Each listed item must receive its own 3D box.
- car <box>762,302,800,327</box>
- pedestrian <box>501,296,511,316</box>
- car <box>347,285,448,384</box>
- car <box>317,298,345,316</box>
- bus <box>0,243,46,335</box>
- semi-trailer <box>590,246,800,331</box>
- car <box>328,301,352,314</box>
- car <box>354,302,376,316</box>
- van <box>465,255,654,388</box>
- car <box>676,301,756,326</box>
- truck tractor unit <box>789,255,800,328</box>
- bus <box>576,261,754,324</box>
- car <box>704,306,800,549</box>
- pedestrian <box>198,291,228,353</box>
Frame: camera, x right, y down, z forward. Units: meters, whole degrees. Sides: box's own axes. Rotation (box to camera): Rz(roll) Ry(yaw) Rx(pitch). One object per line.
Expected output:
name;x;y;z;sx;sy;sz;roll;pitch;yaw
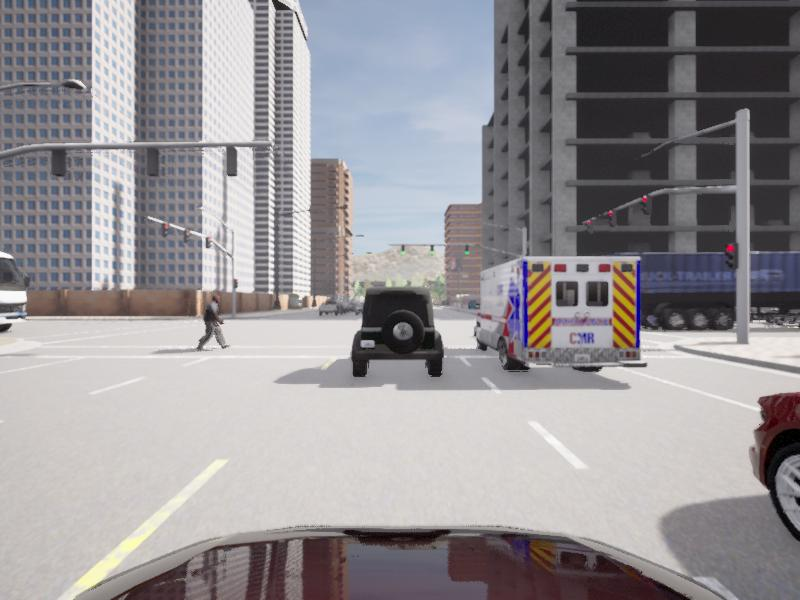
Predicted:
car;26.519;0.876;25.558;4.902;1.511;2.128;0;0;0
pedestrian;10.136;0.546;38.329;0.751;1.860;0.751;0;0;4
car;-0.058;0.661;9.503;1.905;1.878;3.866;0;0;-1
car;-7.313;0.720;42.872;1.932;1.855;4.605;0;0;3
bus;-23.544;-0.503;18.809;10.273;4.253;3.944;0;0;0
semi-trailer;18.261;-0.584;22.078;14.254;4.402;2.717;0;0;0
car;-7.279;0.929;49.024;2.163;1.488;4.792;0;0;1
car;-3.825;0.923;44.178;1.970;1.475;3.806;0;0;1
van;3.435;0.394;10.489;2.351;2.431;6.366;0;0;-1
car;20.092;0.855;25.576;3.705;1.549;1.789;0;0;0
truck tractor unit;26.177;-0.488;22.054;6.516;4.208;3.053;0;0;0
bus;18.722;-0.489;28.960;10.273;4.253;3.944;0;0;0
car;3.494;0.824;0.846;1.882;1.535;5.008;0;0;0
pedestrian;-5.842;0.657;12.543;0.751;1.860;0.751;0;0;-17
